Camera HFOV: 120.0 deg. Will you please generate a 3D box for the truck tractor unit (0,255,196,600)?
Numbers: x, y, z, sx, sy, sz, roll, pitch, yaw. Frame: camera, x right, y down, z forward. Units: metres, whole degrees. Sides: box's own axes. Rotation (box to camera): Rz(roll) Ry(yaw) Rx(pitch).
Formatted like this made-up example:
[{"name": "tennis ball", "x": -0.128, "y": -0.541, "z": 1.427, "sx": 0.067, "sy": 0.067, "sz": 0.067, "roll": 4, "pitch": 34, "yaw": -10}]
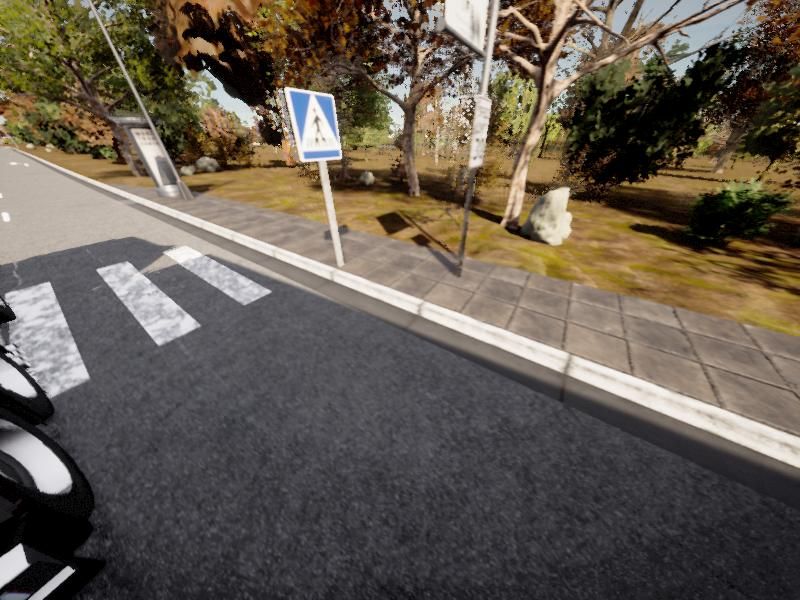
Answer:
[{"name": "truck tractor unit", "x": -5.098, "y": -0.313, "z": 0.801, "sx": 6.516, "sy": 4.208, "sz": 3.053, "roll": 19, "pitch": 39, "yaw": 25}]
